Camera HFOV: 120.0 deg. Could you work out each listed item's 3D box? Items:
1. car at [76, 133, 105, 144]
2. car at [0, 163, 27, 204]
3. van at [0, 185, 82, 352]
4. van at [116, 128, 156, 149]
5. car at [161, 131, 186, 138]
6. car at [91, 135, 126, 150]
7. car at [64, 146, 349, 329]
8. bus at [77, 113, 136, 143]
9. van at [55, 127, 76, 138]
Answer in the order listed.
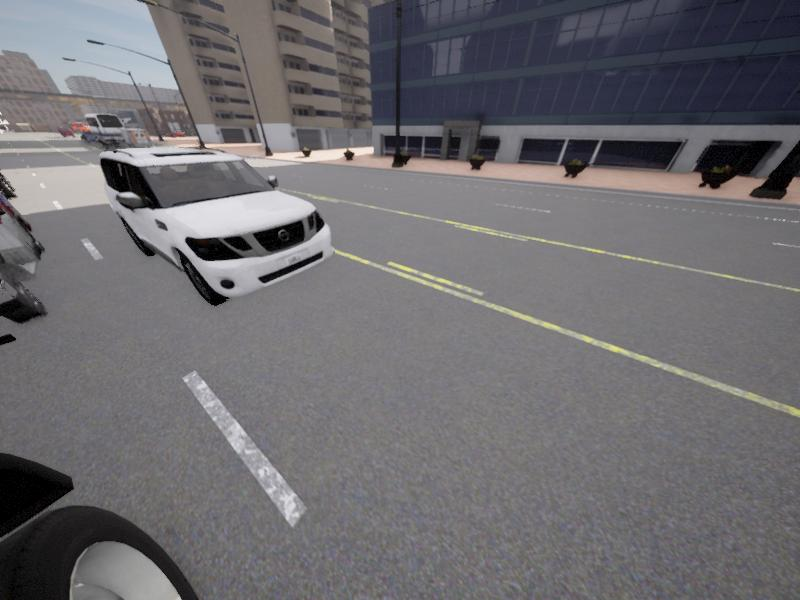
[{"bbox_3d":[-54.685,-28.598,40.812,5.357,1.411,2.033,24,42,27],"label":"car"},{"bbox_3d":[-18.212,-5.077,9.662,4.902,1.511,2.128,23,41,28],"label":"car"},{"bbox_3d":[-7.932,-1.175,3.410,6.366,2.431,2.351,22,41,28],"label":"van"},{"bbox_3d":[-42.577,-26.084,37.251,6.366,2.431,2.351,24,42,27],"label":"van"},{"bbox_3d":[-66.545,-48.715,67.901,2.242,1.667,4.611,24,42,29],"label":"car"},{"bbox_3d":[-43.947,-23.763,34.817,4.902,1.511,2.128,24,42,27],"label":"car"},{"bbox_3d":[-3.939,-1.843,4.721,5.566,2.045,2.150,22,40,28],"label":"car"},{"bbox_3d":[-55.994,-32.816,44.071,10.273,4.253,3.944,24,42,27],"label":"bus"},{"bbox_3d":[-77.376,-38.860,53.485,4.442,1.987,1.775,24,41,28],"label":"van"}]
